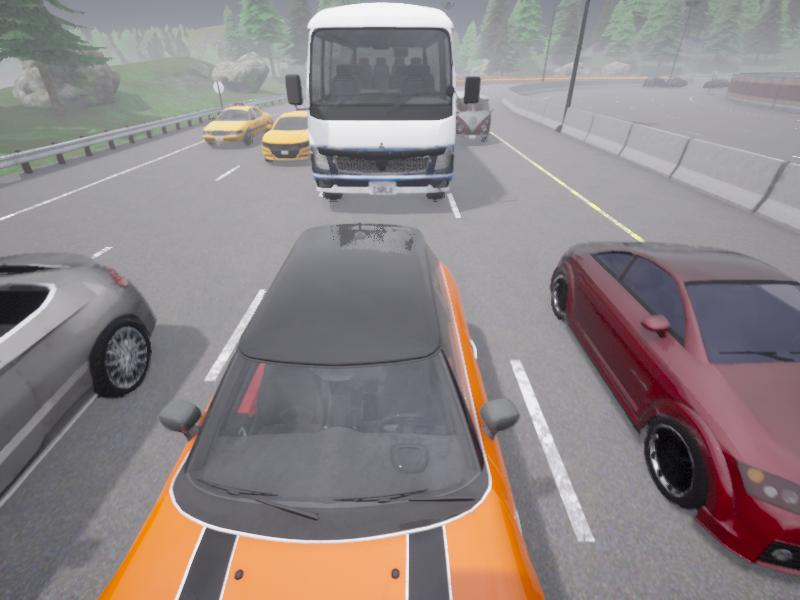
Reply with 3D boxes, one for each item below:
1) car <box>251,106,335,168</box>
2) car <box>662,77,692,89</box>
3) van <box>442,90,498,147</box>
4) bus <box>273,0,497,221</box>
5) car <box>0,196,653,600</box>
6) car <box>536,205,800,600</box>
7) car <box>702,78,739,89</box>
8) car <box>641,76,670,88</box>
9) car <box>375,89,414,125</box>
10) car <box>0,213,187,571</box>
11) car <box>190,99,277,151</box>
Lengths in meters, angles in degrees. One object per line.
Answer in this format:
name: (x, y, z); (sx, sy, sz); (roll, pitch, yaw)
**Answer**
car: (-3.903, -6.475, 15.564); (1.882, 1.535, 5.008); (0, 30, 0)
car: (42.343, -33.193, 61.104); (3.633, 1.501, 1.845); (-14, 33, -22)
van: (3.119, -8.617, 18.780); (1.775, 1.987, 4.442); (0, 30, 0)
bus: (-0.282, -6.227, 12.451); (3.944, 4.253, 10.273); (0, 30, 0)
car: (-0.368, 0.749, 2.968); (2.097, 1.767, 4.553); (0, 30, 0)
car: (3.123, 0.340, 4.070); (1.994, 1.385, 4.181); (0, 30, 0)
car: (47.912, -32.442, 59.890); (4.181, 1.385, 1.994); (-10, 32, -15)
car: (40.721, -34.758, 63.781); (3.705, 1.549, 1.789); (-14, 33, -22)
car: (-0.253, -12.447, 25.648); (2.242, 1.667, 4.611); (1, 30, 2)
car: (-3.871, 1.014, 2.668); (2.152, 1.651, 5.027); (0, 30, 0)
car: (-7.410, -8.235, 18.532); (1.801, 1.575, 5.366); (0, 30, 0)
